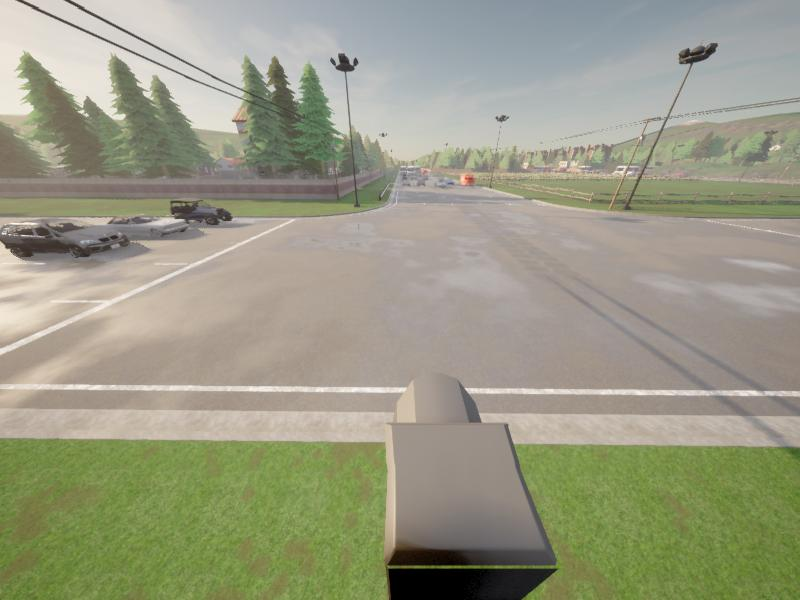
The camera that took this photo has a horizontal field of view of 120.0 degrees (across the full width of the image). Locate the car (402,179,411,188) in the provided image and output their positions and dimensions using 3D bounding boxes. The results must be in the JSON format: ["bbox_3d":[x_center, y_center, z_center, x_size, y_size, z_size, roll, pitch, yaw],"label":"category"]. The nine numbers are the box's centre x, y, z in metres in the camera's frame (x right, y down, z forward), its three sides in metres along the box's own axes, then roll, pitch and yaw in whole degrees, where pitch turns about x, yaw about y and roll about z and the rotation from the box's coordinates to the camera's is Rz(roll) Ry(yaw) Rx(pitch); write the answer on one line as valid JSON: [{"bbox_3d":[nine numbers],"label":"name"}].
[{"bbox_3d":[1.387,-26.111,51.787,1.812,1.442,4.674,0,30,0],"label":"car"}]

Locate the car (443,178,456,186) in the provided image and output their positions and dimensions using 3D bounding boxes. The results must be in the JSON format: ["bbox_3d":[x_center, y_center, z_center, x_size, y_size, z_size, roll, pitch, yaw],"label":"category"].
[{"bbox_3d":[11.903,-28.472,55.783,1.882,1.535,5.008,0,30,0],"label":"car"}]

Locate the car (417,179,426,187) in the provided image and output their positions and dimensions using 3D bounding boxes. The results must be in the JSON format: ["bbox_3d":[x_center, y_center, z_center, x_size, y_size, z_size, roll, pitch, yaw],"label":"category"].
[{"bbox_3d":[4.890,-26.768,52.816,1.789,1.549,3.705,0,30,0],"label":"car"}]

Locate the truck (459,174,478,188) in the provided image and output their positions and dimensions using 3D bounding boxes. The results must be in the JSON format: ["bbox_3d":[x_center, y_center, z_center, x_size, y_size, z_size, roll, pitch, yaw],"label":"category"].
[{"bbox_3d":[15.387,-26.968,52.243,2.627,2.467,5.204,0,30,0],"label":"truck"}]

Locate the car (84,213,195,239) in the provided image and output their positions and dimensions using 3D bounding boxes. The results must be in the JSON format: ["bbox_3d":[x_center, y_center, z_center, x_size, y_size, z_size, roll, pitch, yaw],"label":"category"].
[{"bbox_3d":[-16.905,-4.912,15.217,4.718,1.301,1.895,0,30,1],"label":"car"}]

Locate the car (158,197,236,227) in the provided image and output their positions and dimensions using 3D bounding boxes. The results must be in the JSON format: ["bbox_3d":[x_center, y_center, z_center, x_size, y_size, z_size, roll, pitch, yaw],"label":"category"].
[{"bbox_3d":[-15.690,-6.912,18.090,3.866,1.878,1.905,0,30,1],"label":"car"}]

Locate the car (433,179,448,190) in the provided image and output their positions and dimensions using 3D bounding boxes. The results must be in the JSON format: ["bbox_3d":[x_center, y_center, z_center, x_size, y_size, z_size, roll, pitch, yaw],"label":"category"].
[{"bbox_3d":[8.367,-24.013,47.975,2.152,1.651,5.027,0,30,0],"label":"car"}]

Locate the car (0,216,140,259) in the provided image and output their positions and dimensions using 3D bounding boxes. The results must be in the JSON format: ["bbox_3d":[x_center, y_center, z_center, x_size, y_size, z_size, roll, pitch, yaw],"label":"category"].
[{"bbox_3d":[-17.464,-3.327,12.100,4.611,1.667,2.242,0,30,1],"label":"car"}]
